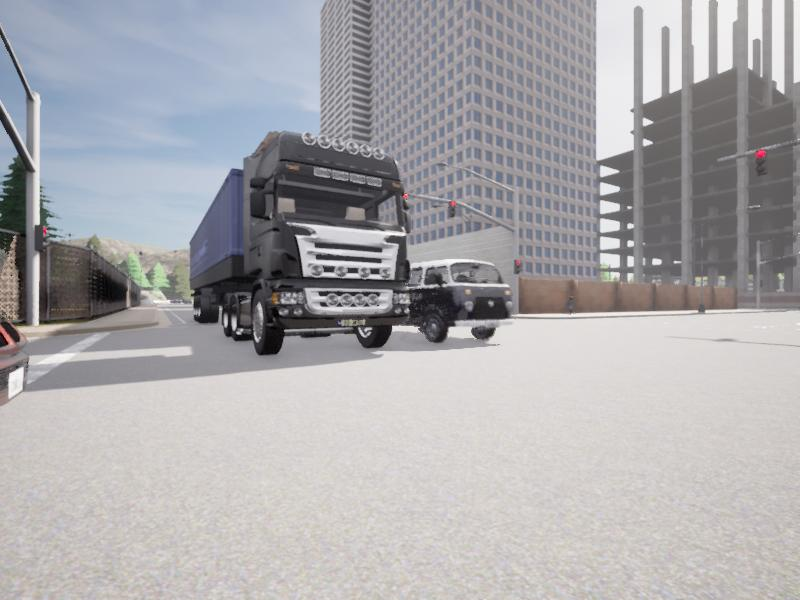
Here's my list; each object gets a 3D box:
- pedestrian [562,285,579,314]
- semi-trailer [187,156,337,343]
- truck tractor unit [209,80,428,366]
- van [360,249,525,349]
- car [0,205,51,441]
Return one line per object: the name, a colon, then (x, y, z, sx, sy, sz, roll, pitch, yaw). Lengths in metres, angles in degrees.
pedestrian: (11.240, -0.004, 26.304, 0.751, 1.860, 0.751, 0, 0, -36)
semi-trailer: (-6.588, -1.219, 16.204, 2.717, 4.402, 14.254, 0, 0, -31)
truck tractor unit: (-2.469, -1.106, 9.451, 3.053, 4.208, 6.516, 0, 0, -31)
van: (0.845, -0.005, 10.648, 2.069, 2.038, 4.480, 0, 0, -32)
car: (-5.058, 0.166, 2.053, 4.611, 1.667, 2.242, 0, 0, -32)
